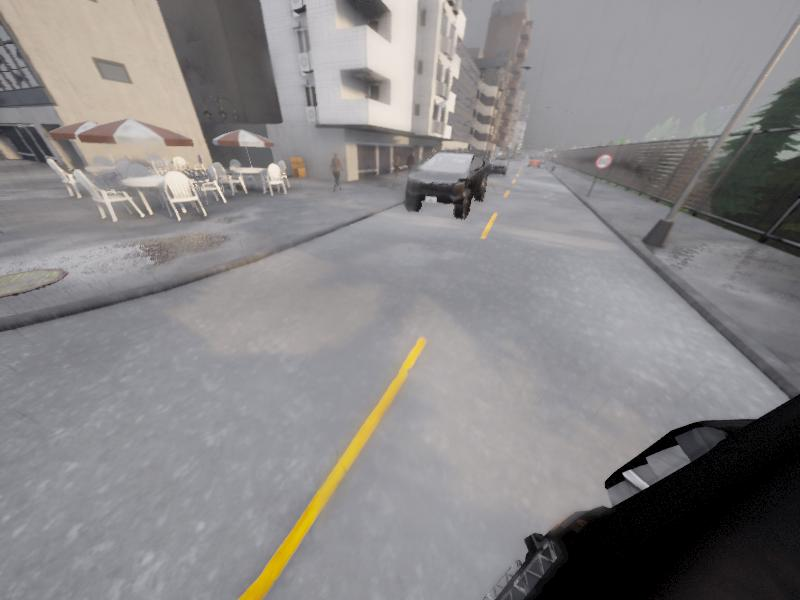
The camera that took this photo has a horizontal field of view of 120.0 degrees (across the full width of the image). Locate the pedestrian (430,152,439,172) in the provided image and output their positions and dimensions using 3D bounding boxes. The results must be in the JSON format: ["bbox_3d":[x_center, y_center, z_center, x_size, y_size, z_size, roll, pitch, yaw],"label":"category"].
[{"bbox_3d":[3.677,-14.799,24.781,0.751,1.860,0.751,6,34,5],"label":"pedestrian"}]

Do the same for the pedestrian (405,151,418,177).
[{"bbox_3d":[0.914,-11.345,19.296,0.751,1.860,0.751,15,35,18],"label":"pedestrian"}]

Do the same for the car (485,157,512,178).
[{"bbox_3d":[10.943,-14.685,25.476,1.930,1.638,5.238,16,36,20],"label":"car"}]

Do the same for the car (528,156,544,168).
[{"bbox_3d":[26.025,-26.584,44.416,2.097,1.767,4.553,17,36,20],"label":"car"}]

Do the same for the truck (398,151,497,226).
[{"bbox_3d":[2.409,-5.275,10.214,2.390,2.098,6.274,16,36,20],"label":"truck"}]

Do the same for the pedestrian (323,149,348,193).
[{"bbox_3d":[-3.195,-6.457,11.590,0.751,1.860,0.751,12,35,14],"label":"pedestrian"}]

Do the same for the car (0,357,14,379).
[{"bbox_3d":[-6.054,1.112,0.458,5.008,1.535,1.882,-13,37,-22],"label":"car"}]

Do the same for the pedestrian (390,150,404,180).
[{"bbox_3d":[-0.238,-10.060,17.281,0.751,1.860,0.751,13,35,16],"label":"pedestrian"}]
